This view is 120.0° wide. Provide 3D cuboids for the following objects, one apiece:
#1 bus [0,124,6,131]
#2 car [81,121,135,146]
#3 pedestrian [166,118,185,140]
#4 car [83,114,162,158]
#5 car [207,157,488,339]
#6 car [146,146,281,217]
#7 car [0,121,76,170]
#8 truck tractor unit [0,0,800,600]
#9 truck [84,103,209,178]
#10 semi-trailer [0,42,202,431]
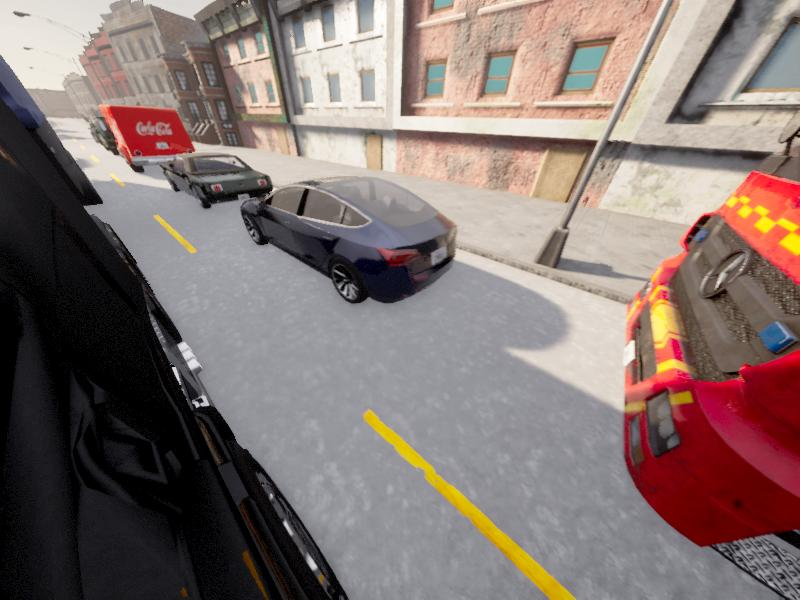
[{"bbox_3d":[-50.275,-19.483,22.855,3.944,4.253,10.273,20,40,22],"label":"bus"},{"bbox_3d":[-25.207,-14.373,19.936,4.514,1.525,2.007,28,44,30],"label":"car"},{"bbox_3d":[-24.176,-18.385,24.868,0.751,1.860,0.751,-27,46,-34],"label":"pedestrian"},{"bbox_3d":[-18.907,-11.236,15.723,5.566,2.045,2.150,28,44,30],"label":"car"},{"bbox_3d":[-1.238,-1.546,4.404,4.792,1.488,2.163,28,44,30],"label":"car"},{"bbox_3d":[-6.313,-4.177,7.743,4.718,1.301,1.895,28,43,29],"label":"car"},{"bbox_3d":[-18.499,-7.726,11.379,4.611,1.667,2.242,28,44,30],"label":"car"},{"bbox_3d":[-2.645,-0.295,0.352,6.516,4.208,3.053,28,44,30],"label":"truck tractor unit"},{"bbox_3d":[-12.385,-7.916,11.359,5.204,2.467,2.627,28,44,30],"label":"truck"},{"bbox_3d":[-8.697,-3.609,4.223,14.254,4.402,2.717,28,44,30],"label":"semi-trailer"}]
